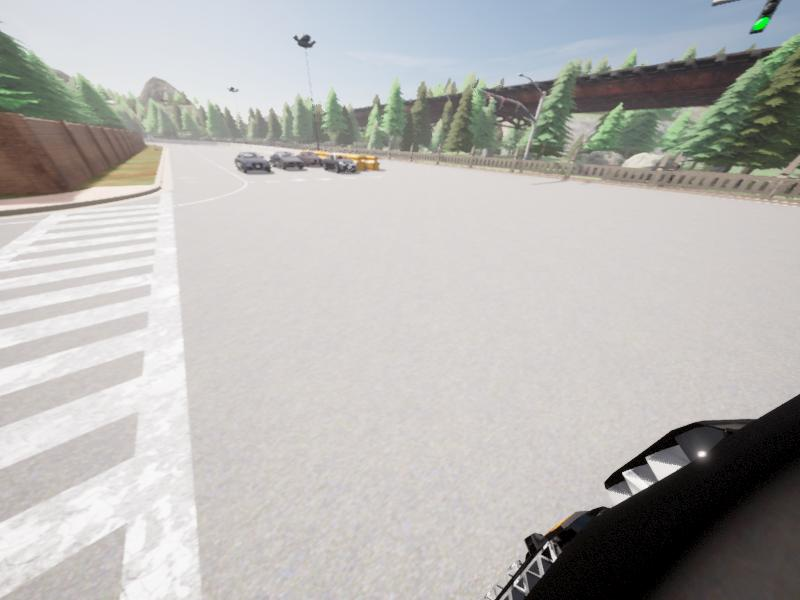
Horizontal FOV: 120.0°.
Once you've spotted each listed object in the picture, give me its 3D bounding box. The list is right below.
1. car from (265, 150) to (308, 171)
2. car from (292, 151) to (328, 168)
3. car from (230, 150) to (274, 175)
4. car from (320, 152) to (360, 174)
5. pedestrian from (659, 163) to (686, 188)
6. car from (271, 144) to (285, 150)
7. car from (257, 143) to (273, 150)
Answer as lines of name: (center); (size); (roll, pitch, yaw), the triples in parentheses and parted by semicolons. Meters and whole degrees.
car: (-11.100, -13.623, 22.479); (2.033, 1.411, 5.357); (-23, 41, -33)
car: (-10.082, -15.752, 25.800); (1.994, 1.385, 4.181); (-25, 42, -35)
car: (-12.151, -11.318, 18.935); (1.994, 1.385, 4.181); (-23, 41, -33)
car: (-5.661, -12.856, 21.659); (1.970, 1.475, 3.806); (-22, 41, -33)
pedestrian: (24.512, -11.210, 20.802); (0.751, 1.860, 0.751); (-23, 41, -33)
car: (-36.912, -46.152, 69.814); (4.718, 1.301, 1.895); (29, 42, 34)
car: (-39.532, -45.046, 67.743); (4.902, 1.511, 2.128); (29, 41, 34)
